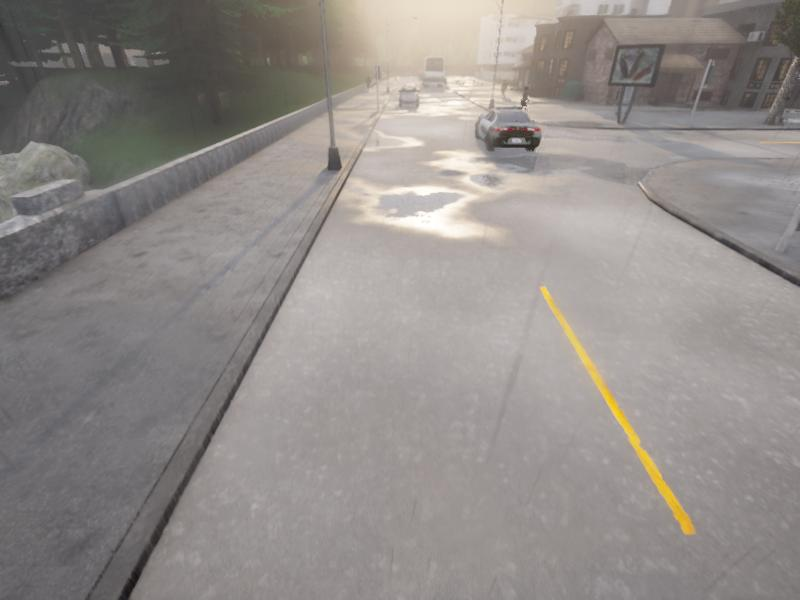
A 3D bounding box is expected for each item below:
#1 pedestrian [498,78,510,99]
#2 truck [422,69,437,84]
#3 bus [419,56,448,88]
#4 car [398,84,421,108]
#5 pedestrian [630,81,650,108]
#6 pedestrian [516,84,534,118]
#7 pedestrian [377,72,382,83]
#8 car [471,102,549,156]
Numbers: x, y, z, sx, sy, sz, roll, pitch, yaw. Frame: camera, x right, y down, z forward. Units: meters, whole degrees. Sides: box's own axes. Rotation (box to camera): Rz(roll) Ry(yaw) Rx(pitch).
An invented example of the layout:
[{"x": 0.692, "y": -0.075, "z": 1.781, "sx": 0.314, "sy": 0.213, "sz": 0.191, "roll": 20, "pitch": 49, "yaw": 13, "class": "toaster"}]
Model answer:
[{"x": 10.474, "y": -21.387, "z": 40.402, "sx": 0.751, "sy": 1.860, "sz": 0.751, "roll": -1, "pitch": 30, "yaw": -2, "class": "pedestrian"}, {"x": 5.617, "y": -43.570, "z": 77.926, "sx": 2.627, "sy": 2.467, "sz": 5.204, "roll": 0, "pitch": 30, "yaw": 1, "class": "truck"}, {"x": 5.285, "y": -37.499, "z": 65.793, "sx": 3.944, "sy": 4.253, "sz": 10.273, "roll": 0, "pitch": 30, "yaw": 1, "class": "bus"}, {"x": 0.782, "y": -17.721, "z": 34.653, "sx": 1.851, "sy": 1.617, "sz": 3.988, "roll": 0, "pitch": 30, "yaw": 0, "class": "car"}, {"x": 19.081, "y": -16.353, "z": 31.809, "sx": 0.751, "sy": 1.860, "sz": 0.751, "roll": 25, "pitch": 38, "yaw": 36, "class": "pedestrian"}, {"x": 7.946, "y": -12.689, "z": 25.535, "sx": 0.751, "sy": 1.860, "sz": 0.751, "roll": 6, "pitch": 31, "yaw": 9, "class": "pedestrian"}, {"x": -3.830, "y": -42.192, "z": 75.931, "sx": 0.751, "sy": 1.860, "sz": 0.751, "roll": 5, "pitch": 31, "yaw": 8, "class": "pedestrian"}, {"x": 4.522, "y": -7.545, "z": 17.356, "sx": 2.038, "sy": 1.542, "sz": 4.974, "roll": 0, "pitch": 30, "yaw": 1, "class": "car"}]
